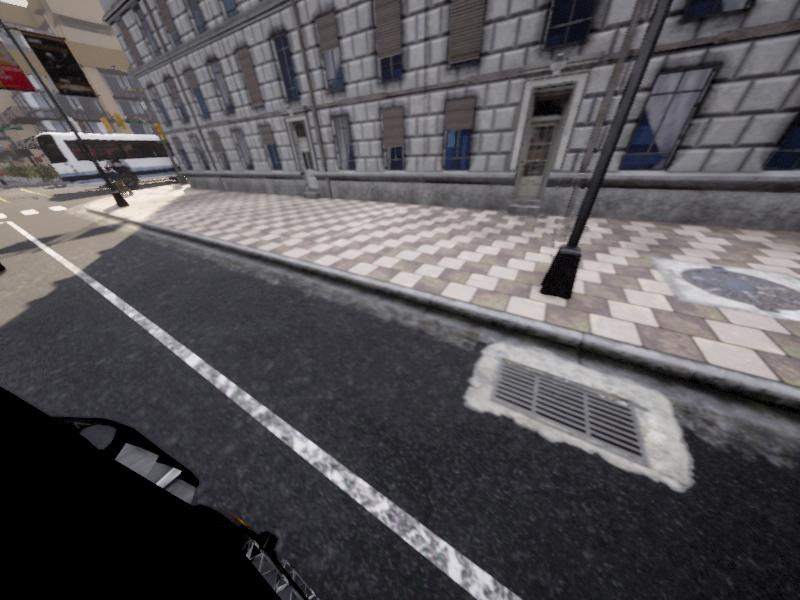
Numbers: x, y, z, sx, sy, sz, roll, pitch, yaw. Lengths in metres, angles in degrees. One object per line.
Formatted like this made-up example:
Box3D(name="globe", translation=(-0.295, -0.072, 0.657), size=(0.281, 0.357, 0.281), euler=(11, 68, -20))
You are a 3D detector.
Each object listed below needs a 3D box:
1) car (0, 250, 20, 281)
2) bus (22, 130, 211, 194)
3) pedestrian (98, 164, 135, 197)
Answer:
Box3D(name="car", translation=(-11.794, -1.348, 5.436), size=(4.856, 1.649, 2.033), euler=(16, 38, 26))
Box3D(name="bus", translation=(-25.838, -13.572, 22.575), size=(3.944, 4.253, 10.273), euler=(7, 35, 17))
Box3D(name="pedestrian", translation=(-18.979, -8.008, 15.497), size=(0.751, 1.860, 0.751), euler=(21, 40, 31))
